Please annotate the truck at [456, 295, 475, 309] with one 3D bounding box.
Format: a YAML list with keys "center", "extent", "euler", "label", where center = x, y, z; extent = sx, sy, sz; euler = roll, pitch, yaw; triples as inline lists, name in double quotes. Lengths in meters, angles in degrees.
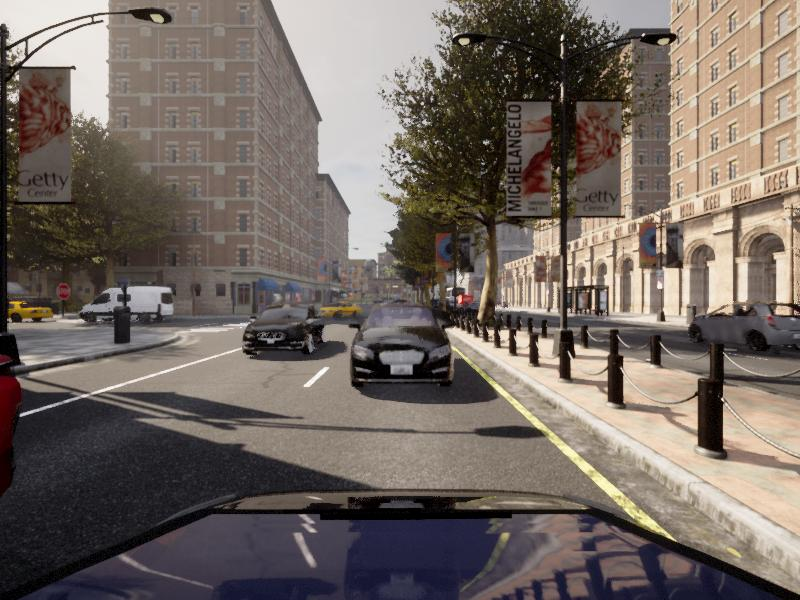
- center: [11.743, 0.354, 72.035]
  extent: [2.627, 2.467, 5.204]
  euler: [0, 0, 0]
  label: "truck"

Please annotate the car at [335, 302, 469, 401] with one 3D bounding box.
- center: [0.032, 0.834, 8.809]
  extent: [2.128, 1.511, 4.902]
  euler: [0, 0, 0]
  label: "car"

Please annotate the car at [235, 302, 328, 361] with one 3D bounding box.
- center: [-3.562, 0.844, 13.010]
  extent: [1.837, 1.490, 4.892]
  euler: [0, 0, -4]
  label: "car"

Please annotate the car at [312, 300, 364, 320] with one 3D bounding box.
- center: [-5.285, 0.801, 35.019]
  extent: [1.801, 1.575, 5.366]
  euler: [0, 0, 25]
  label: "car"

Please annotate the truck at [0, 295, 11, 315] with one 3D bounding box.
- center: [-44.841, 0.544, 41.739]
  extent: [2.390, 2.098, 6.274]
  euler: [0, 0, 0]
  label: "truck"

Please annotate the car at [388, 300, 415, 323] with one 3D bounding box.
- center: [0.096, 0.788, 29.198]
  extent: [1.851, 1.617, 3.988]
  euler: [0, 0, 0]
  label: "car"

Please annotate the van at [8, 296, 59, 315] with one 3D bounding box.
- center: [-41.374, 0.598, 45.315]
  extent: [1.775, 1.987, 4.442]
  euler: [0, 0, 0]
  label: "van"

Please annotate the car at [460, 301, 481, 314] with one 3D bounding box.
- center: [8.159, 0.827, 46.657]
  extent: [1.845, 1.501, 3.633]
  euler: [0, 0, 0]
  label: "car"

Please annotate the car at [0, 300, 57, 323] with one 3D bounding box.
- center: [-28.277, 0.801, 28.894]
  extent: [5.366, 1.575, 1.801]
  euler: [0, 0, -1]
  label: "car"

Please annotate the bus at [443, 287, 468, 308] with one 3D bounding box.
- center: [11.668, -0.538, 85.781]
  extent: [3.944, 4.253, 10.273]
  euler: [0, 0, 0]
  label: "bus"

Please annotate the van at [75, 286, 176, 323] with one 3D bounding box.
- center: [-19.799, 0.322, 29.035]
  extent: [5.915, 2.561, 1.988]
  euler: [0, 0, -2]
  label: "van"

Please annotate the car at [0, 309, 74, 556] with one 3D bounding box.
- center: [-3.495, 0.828, 0.791]
  extent: [2.007, 1.525, 4.514]
  euler: [0, 0, 0]
  label: "car"

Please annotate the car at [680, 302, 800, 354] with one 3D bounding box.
- center: [11.550, 0.825, 13.391]
  extent: [1.845, 1.501, 3.633]
  euler: [0, 0, 0]
  label: "car"
